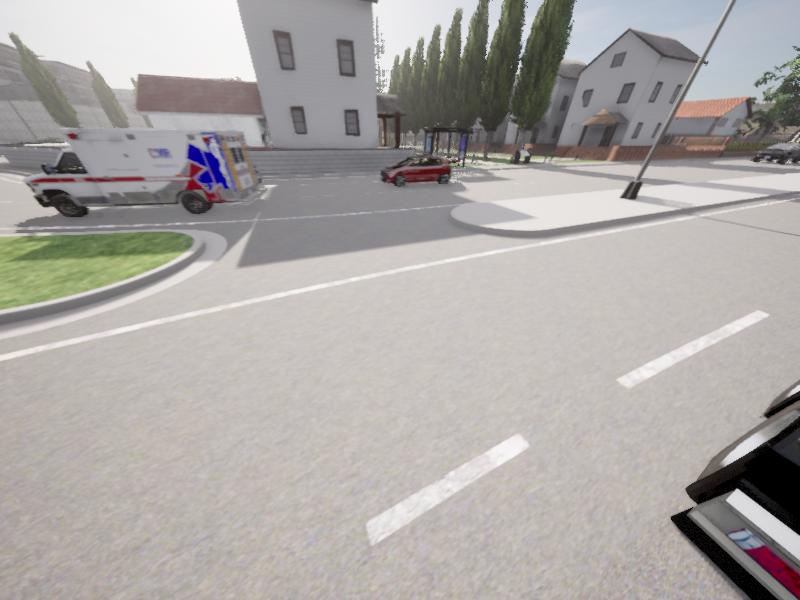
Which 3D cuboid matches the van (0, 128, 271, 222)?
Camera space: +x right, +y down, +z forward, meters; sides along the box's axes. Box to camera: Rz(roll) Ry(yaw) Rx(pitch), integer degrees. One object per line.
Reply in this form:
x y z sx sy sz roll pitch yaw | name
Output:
-8.636 -4.466 8.119 6.366 2.431 2.351 -6 36 -9 | van

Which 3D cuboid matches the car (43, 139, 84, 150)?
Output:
-65.032 -30.204 44.802 1.801 1.575 5.366 -12 37 -17 | car

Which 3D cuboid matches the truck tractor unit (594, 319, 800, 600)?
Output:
5.206 -0.193 0.629 6.516 4.208 3.053 -14 37 -19 | truck tractor unit

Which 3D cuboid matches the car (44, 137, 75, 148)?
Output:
-75.709 -35.115 51.394 3.866 1.878 1.905 8 36 10 | car

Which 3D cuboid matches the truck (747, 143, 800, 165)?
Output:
46.138 -17.698 27.923 6.274 2.098 2.390 -12 37 -18 | truck

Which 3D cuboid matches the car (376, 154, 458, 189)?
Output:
0.936 -7.521 13.418 4.193 1.474 1.816 -12 37 -17 | car

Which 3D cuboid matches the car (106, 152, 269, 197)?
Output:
-9.641 -6.090 11.106 5.238 1.638 1.930 -5 35 -8 | car

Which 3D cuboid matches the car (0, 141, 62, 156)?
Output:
-50.629 -20.950 31.896 2.038 1.542 4.974 -12 37 -17 | car
